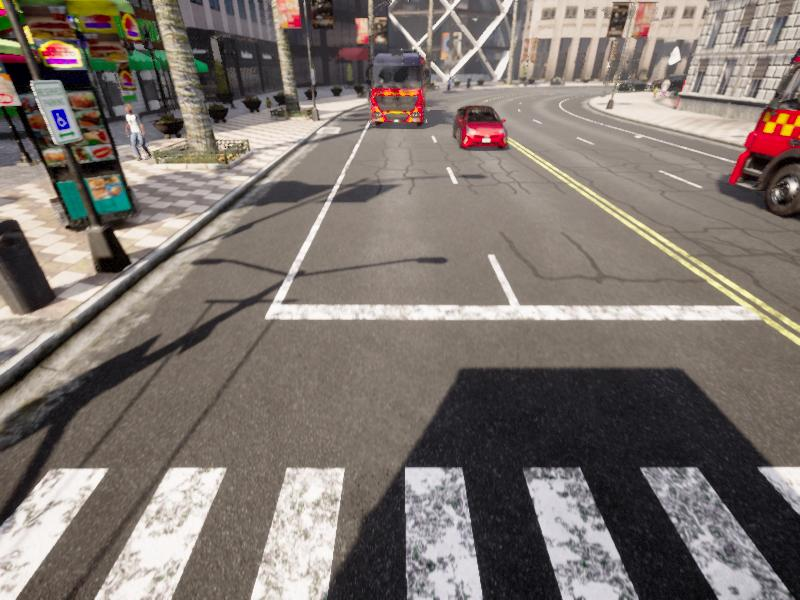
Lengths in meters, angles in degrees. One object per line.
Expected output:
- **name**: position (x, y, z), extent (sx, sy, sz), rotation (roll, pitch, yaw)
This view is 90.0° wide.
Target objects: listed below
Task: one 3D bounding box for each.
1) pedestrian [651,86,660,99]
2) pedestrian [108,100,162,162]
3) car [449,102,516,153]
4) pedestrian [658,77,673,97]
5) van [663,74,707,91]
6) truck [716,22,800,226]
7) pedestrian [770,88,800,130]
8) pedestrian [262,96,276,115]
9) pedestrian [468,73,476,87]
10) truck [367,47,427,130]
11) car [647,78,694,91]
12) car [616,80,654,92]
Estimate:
- **pedestrian**: position (25.460, -20.686, 39.863), extent (0.500, 1.100, 0.500), rotation (17, 34, 26)
- **pedestrian**: position (-8.952, -5.741, 13.584), extent (0.751, 1.860, 0.751), rotation (1, 30, 2)
- **car**: position (3.439, -7.719, 17.648), extent (2.007, 1.525, 4.514), rotation (0, 30, 0)
- **pedestrian**: position (27.576, -22.117, 41.554), extent (0.751, 1.860, 0.751), rotation (24, 38, 35)
- **van**: position (39.458, -30.160, 55.512), extent (4.442, 1.987, 1.775), rotation (-2, 30, -3)
- **truck**: position (10.338, -2.399, 6.300), extent (2.891, 3.827, 8.468), rotation (-2, 30, -4)
- **pedestrian**: position (19.916, -9.669, 20.307), extent (0.751, 1.860, 0.751), rotation (0, 30, 0)
- **pedestrian**: position (-8.654, -12.841, 26.452), extent (0.500, 1.100, 0.500), rotation (11, 32, 19)
- **pedestrian**: position (11.192, -34.066, 61.935), extent (0.751, 1.860, 0.751), rotation (-23, 38, -34)
- **truck**: position (0.093, -13.002, 24.388), extent (2.891, 3.827, 8.468), rotation (2, 30, 3)
- **car**: position (39.636, -31.669, 58.727), extent (5.027, 1.651, 2.152), rotation (-2, 30, -3)
- **car**: position (31.539, -28.774, 53.752), extent (4.181, 1.385, 1.994), rotation (-12, 33, -20)
